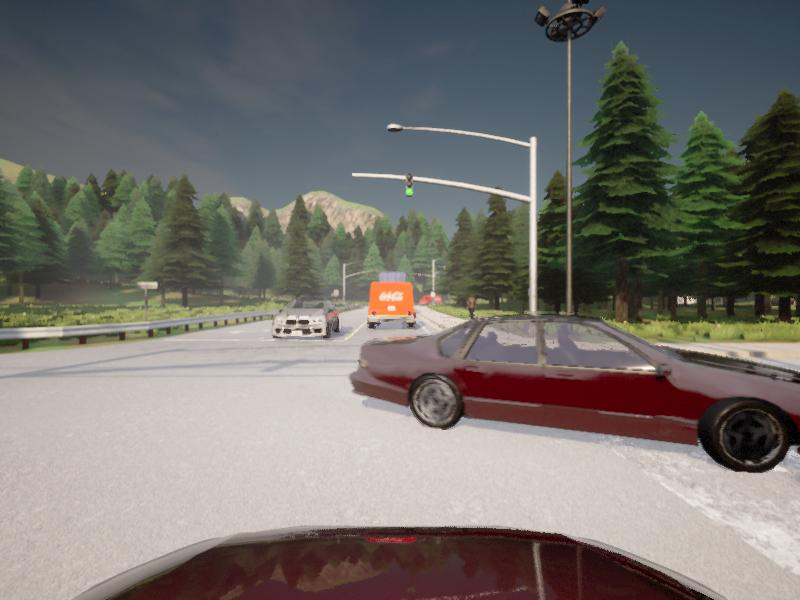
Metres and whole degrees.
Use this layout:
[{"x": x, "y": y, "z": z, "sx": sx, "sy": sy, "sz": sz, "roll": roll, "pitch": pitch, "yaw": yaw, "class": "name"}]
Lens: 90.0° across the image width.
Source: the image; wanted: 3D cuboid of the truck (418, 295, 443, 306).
[{"x": 6.845, "y": 0.085, "z": 90.054, "sx": 5.204, "sy": 2.467, "sz": 2.627, "roll": 0, "pitch": 0, "yaw": -38, "class": "truck"}]

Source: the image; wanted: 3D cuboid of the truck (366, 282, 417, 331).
[{"x": -0.476, "y": 0.290, "z": 22.850, "sx": 2.627, "sy": 2.467, "sz": 5.204, "roll": 0, "pitch": 0, "yaw": -1, "class": "truck"}]

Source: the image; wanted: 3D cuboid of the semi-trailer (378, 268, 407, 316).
[{"x": -0.712, "y": -0.751, "z": 43.755, "sx": 2.717, "sy": 4.402, "sz": 14.254, "roll": 0, "pitch": 0, "yaw": 0, "class": "semi-trailer"}]

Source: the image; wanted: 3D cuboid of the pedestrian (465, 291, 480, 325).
[{"x": 4.032, "y": 0.413, "z": 22.321, "sx": 0.751, "sy": 1.860, "sz": 0.751, "roll": 0, "pitch": 0, "yaw": 7, "class": "pedestrian"}]

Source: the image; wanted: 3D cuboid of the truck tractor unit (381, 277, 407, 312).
[{"x": -0.703, "y": -0.652, "z": 51.675, "sx": 3.053, "sy": 4.208, "sz": 6.516, "roll": 0, "pitch": 0, "yaw": 1, "class": "truck tractor unit"}]

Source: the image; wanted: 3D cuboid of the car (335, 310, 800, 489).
[{"x": 2.000, "y": 0.887, "z": 5.112, "sx": 5.357, "sy": 1.411, "sz": 2.033, "roll": 0, "pitch": 0, "yaw": 24, "class": "car"}]

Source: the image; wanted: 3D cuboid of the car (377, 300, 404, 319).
[{"x": -0.758, "y": 0.732, "z": 34.163, "sx": 2.128, "sy": 1.511, "sz": 4.902, "roll": 0, "pitch": 0, "yaw": 0, "class": "car"}]

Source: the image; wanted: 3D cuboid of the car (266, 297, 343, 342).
[{"x": -3.868, "y": 0.703, "z": 17.112, "sx": 2.242, "sy": 1.667, "sz": 4.611, "roll": 0, "pitch": 0, "yaw": -1, "class": "car"}]
